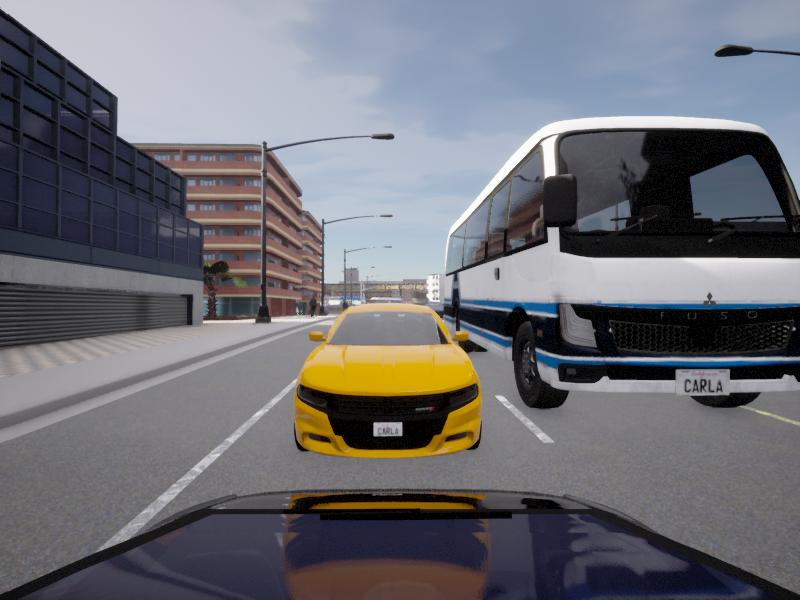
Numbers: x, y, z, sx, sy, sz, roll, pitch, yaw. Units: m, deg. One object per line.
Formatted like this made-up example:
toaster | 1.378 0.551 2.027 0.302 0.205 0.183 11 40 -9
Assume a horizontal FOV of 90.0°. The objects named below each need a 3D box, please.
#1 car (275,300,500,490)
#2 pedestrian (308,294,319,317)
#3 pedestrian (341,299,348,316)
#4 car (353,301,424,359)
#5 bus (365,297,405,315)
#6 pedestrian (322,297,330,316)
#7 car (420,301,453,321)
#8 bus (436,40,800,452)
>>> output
car | -0.158 0.790 5.854 1.882 1.535 5.008 0 1 -1
pedestrian | -6.874 0.442 31.691 0.751 1.860 0.751 0 -1 -6
pedestrian | -6.359 0.856 46.016 0.751 1.860 0.751 0 -1 -1
car | -0.325 0.768 12.619 1.812 1.442 4.674 0 1 -1
bus | -3.757 1.504 101.675 3.944 4.253 10.273 -1 -1 45
pedestrian | -7.148 0.610 38.715 0.751 1.860 0.751 0 -1 -7
car | 2.761 0.850 31.619 2.033 1.411 5.357 0 -1 -1
bus | 3.384 -0.601 9.306 3.944 4.253 10.273 0 1 -1
